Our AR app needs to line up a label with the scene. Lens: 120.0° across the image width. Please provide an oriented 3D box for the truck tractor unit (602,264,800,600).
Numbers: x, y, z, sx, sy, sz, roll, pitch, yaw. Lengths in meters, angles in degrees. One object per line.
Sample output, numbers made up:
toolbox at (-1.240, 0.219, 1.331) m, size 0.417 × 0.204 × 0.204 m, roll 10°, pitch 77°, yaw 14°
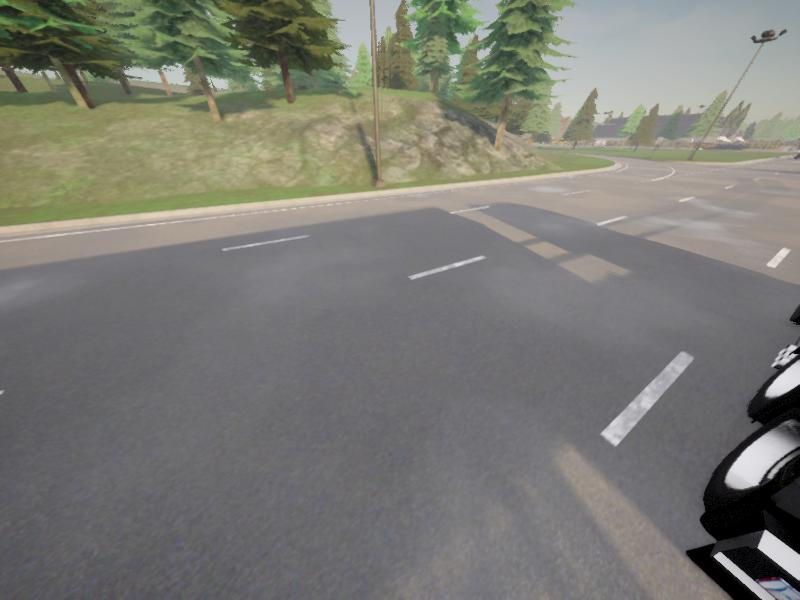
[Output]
truck tractor unit at (5.111, -0.300, 0.785) m, size 6.516 × 4.208 × 3.053 m, roll -18°, pitch 39°, yaw -24°
